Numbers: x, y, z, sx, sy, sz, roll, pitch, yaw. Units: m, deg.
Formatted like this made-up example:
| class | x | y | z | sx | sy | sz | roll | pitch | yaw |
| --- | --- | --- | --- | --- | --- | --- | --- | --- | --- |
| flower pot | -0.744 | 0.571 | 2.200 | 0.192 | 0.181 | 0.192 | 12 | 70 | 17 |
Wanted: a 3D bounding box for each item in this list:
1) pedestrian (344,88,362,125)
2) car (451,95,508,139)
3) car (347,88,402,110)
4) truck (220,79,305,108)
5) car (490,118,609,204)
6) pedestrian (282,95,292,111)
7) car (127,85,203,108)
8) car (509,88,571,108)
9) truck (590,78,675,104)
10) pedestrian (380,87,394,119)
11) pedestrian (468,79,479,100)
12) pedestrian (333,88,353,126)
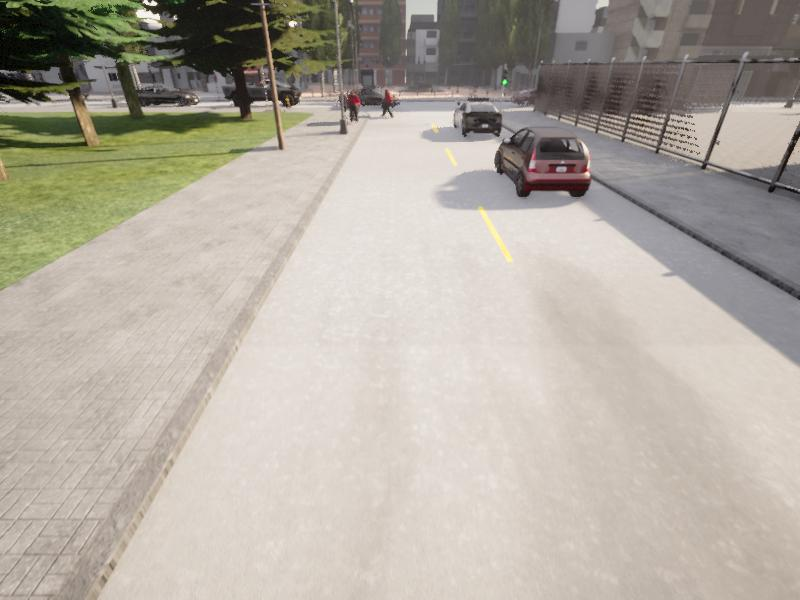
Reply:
| class | x | y | z | sx | sy | sz | roll | pitch | yaw |
| --- | --- | --- | --- | --- | --- | --- | --- | --- | --- |
| pedestrian | -2.672 | -11.084 | 22.949 | 0.751 | 1.860 | 0.751 | 6 | 31 | 11 |
| car | 4.039 | -9.798 | 21.215 | 1.930 | 1.638 | 5.238 | 0 | 30 | -1 |
| car | -2.158 | -17.086 | 33.879 | 4.193 | 1.474 | 1.816 | 12 | 32 | 19 |
| truck | -11.777 | -17.889 | 34.634 | 6.274 | 2.098 | 2.390 | 0 | 30 | 0 |
| car | 4.016 | -4.179 | 11.612 | 1.851 | 1.617 | 3.988 | 0 | 30 | 0 |
| pedestrian | -8.529 | -14.872 | 30.197 | 0.500 | 1.100 | 0.500 | 3 | 30 | 6 |
| car | -20.303 | -17.682 | 34.746 | 5.027 | 1.651 | 2.152 | 0 | 30 | 0 |
| car | 12.103 | -17.619 | 34.829 | 4.674 | 1.442 | 1.812 | 0 | 30 | 0 |
| truck | 22.012 | -19.932 | 38.149 | 6.274 | 2.098 | 2.390 | 0 | 30 | 0 |
| pedestrian | -0.871 | -13.086 | 26.587 | 0.751 | 1.860 | 0.751 | -9 | 31 | -15 |
| pedestrian | 7.488 | -21.363 | 40.580 | 0.751 | 1.860 | 0.751 | 12 | 32 | 19 |
| pedestrian | -3.236 | -10.929 | 22.682 | 0.751 | 1.860 | 0.751 | 8 | 31 | 13 |
